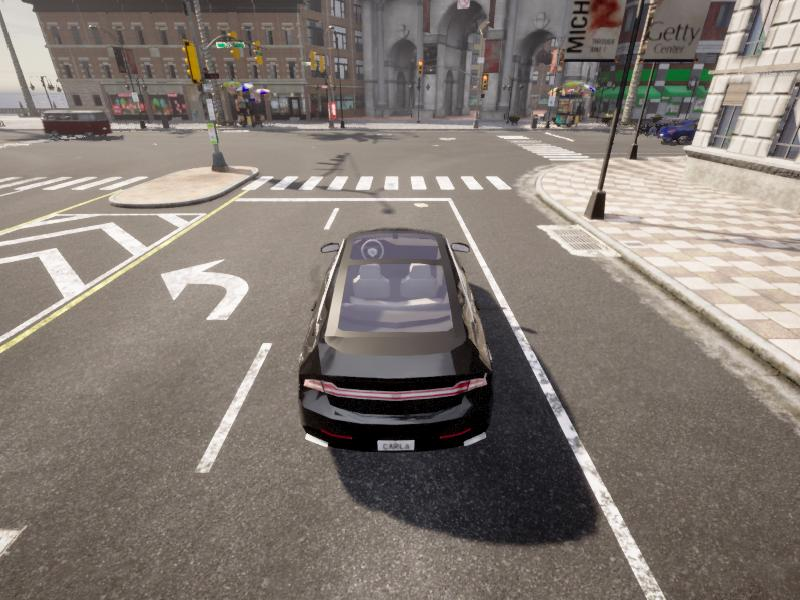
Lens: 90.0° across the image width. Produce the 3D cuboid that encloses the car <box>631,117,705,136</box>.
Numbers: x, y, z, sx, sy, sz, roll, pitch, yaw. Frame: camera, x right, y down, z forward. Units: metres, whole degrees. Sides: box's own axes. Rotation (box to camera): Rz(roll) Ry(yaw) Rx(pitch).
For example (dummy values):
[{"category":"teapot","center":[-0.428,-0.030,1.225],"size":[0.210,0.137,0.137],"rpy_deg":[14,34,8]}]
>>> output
[{"category":"car","center":[22.493,-14.632,33.707],"size":[4.718,1.301,1.895],"rpy_deg":[0,27,1]}]

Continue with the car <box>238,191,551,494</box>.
[{"category":"car","center":[-0.057,-0.144,5.248],"size":[2.128,1.511,4.902],"rpy_deg":[0,27,-1]}]

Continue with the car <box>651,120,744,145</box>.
[{"category":"car","center":[20.311,-11.510,27.462],"size":[4.674,1.442,1.812],"rpy_deg":[0,27,0]}]

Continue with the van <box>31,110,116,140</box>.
[{"category":"van","center":[-24.668,-13.309,30.377],"size":[4.442,1.987,1.775],"rpy_deg":[0,27,0]}]

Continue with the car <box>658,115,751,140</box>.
[{"category":"car","center":[23.099,-13.186,30.511],"size":[5.238,1.638,1.930],"rpy_deg":[0,27,0]}]
